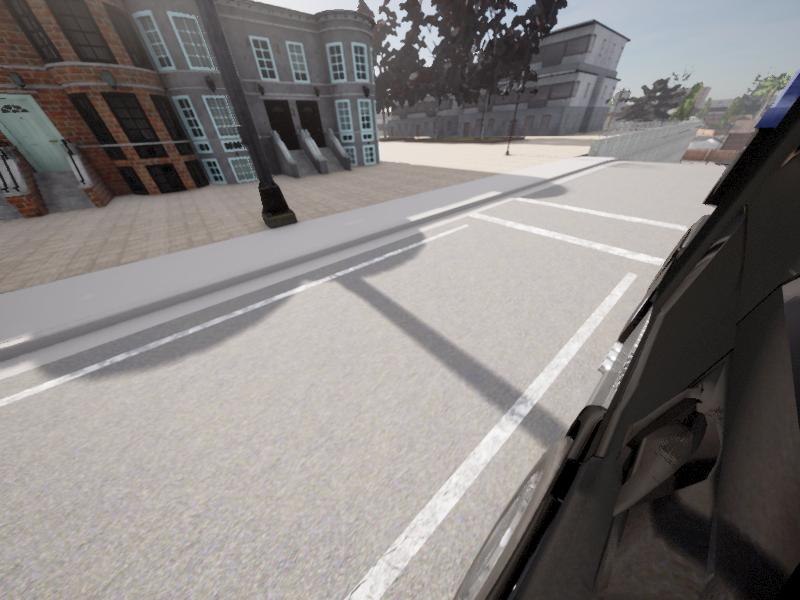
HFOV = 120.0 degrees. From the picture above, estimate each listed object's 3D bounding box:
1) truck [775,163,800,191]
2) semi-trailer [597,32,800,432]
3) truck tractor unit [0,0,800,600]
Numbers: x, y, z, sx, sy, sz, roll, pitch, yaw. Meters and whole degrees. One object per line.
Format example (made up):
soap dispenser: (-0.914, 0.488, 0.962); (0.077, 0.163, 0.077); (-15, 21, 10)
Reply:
truck: (35.717, -10.635, 19.823); (6.274, 2.098, 2.390); (-17, 38, -36)
semi-trailer: (8.763, -3.563, 4.160); (14.254, 4.402, 2.717); (-27, 43, -29)
truck tractor unit: (2.645, -0.295, 0.352); (6.516, 4.208, 3.053); (-28, 44, -30)
